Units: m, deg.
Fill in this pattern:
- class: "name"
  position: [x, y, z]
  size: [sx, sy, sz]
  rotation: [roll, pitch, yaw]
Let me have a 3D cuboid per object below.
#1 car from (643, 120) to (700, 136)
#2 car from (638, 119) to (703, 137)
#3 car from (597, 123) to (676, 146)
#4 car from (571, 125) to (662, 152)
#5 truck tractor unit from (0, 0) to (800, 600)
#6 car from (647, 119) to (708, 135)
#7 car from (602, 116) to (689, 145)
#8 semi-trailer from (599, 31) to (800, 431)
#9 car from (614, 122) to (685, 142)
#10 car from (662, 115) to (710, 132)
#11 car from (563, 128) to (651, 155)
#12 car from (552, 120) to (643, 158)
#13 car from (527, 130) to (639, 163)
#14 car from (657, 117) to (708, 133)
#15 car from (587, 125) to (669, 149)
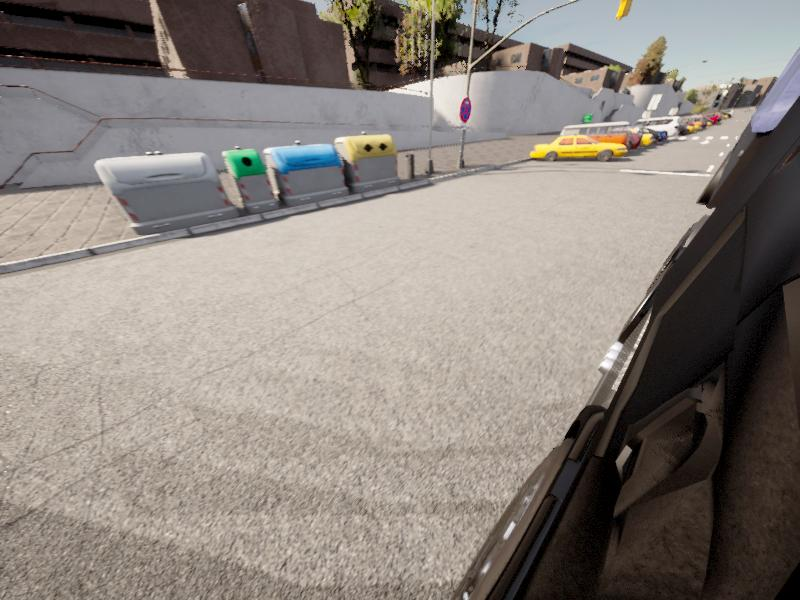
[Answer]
- class: "car"
  position: [38.946, -24.772, 33.317]
  size: [4.792, 1.488, 2.163]
  rotation: [16, 40, 26]
- class: "car"
  position: [36.849, -23.541, 31.715]
  size: [5.366, 1.575, 1.946]
  rotation: [16, 40, 26]
- class: "car"
  position: [22.996, -16.306, 22.874]
  size: [5.008, 1.535, 2.097]
  rotation: [16, 40, 26]
- class: "car"
  position: [18.272, -13.909, 19.982]
  size: [5.366, 1.575, 1.946]
  rotation: [16, 40, 26]
- class: "truck tractor unit"
  position: [2.645, -0.295, 0.351]
  size: [6.516, 4.208, 3.053]
  rotation: [-28, 44, -30]
- class: "car"
  position: [41.416, -25.953, 34.702]
  size: [5.366, 1.575, 1.946]
  rotation: [16, 40, 26]
- class: "car"
  position: [25.237, -17.730, 24.217]
  size: [5.566, 2.045, 2.435]
  rotation: [16, 40, 26]
- class: "semi-trailer"
  position: [8.673, -3.626, 4.248]
  size: [14.254, 4.402, 2.717]
  rotation: [-28, 43, -30]
- class: "car"
  position: [27.558, -18.742, 25.849]
  size: [4.892, 1.521, 2.231]
  rotation: [16, 40, 26]
- class: "car"
  position: [48.201, -29.786, 39.084]
  size: [4.442, 1.987, 1.878]
  rotation: [16, 40, 26]
- class: "car"
  position: [16.127, -12.620, 18.450]
  size: [4.792, 1.488, 2.163]
  rotation: [16, 40, 26]
- class: "car"
  position: [13.960, -11.572, 16.761]
  size: [4.442, 1.987, 1.878]
  rotation: [16, 40, 26]
- class: "car"
  position: [11.750, -10.151, 15.380]
  size: [5.366, 1.575, 1.946]
  rotation: [16, 40, 26]
- class: "car"
  position: [45.839, -28.507, 37.681]
  size: [4.553, 1.767, 2.185]
  rotation: [16, 40, 26]
- class: "car"
  position: [20.720, -15.079, 21.383]
  size: [4.892, 1.521, 2.231]
  rotation: [16, 40, 26]
